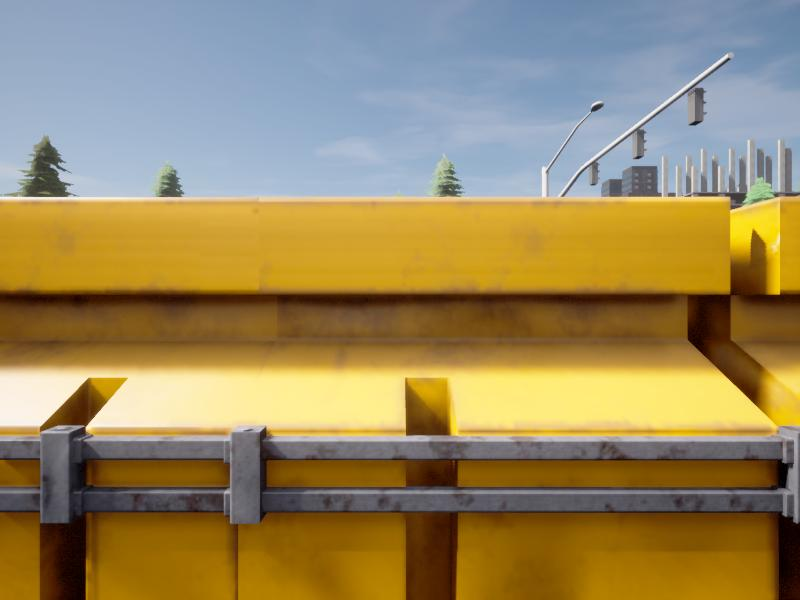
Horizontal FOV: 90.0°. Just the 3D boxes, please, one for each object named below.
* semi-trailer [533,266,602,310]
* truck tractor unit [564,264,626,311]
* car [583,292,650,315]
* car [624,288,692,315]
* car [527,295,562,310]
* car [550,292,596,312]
[{"bbox_3d":[19.115,-1.222,47.057,2.717,4.402,14.254,0,0,2],"label":"semi-trailer"},{"bbox_3d":[18.798,-1.120,39.151,3.053,4.208,6.516,0,0,2],"label":"truck tractor unit"},{"bbox_3d":[14.937,0.233,27.992,2.128,1.511,4.902,0,0,2],"label":"car"},{"bbox_3d":[18.474,0.091,28.975,2.097,1.767,4.553,0,0,2],"label":"car"},{"bbox_3d":[15.410,0.223,42.973,2.038,1.542,4.974,0,0,2],"label":"car"},{"bbox_3d":[15.170,0.168,35.364,1.930,1.638,5.238,0,0,2],"label":"car"}]
